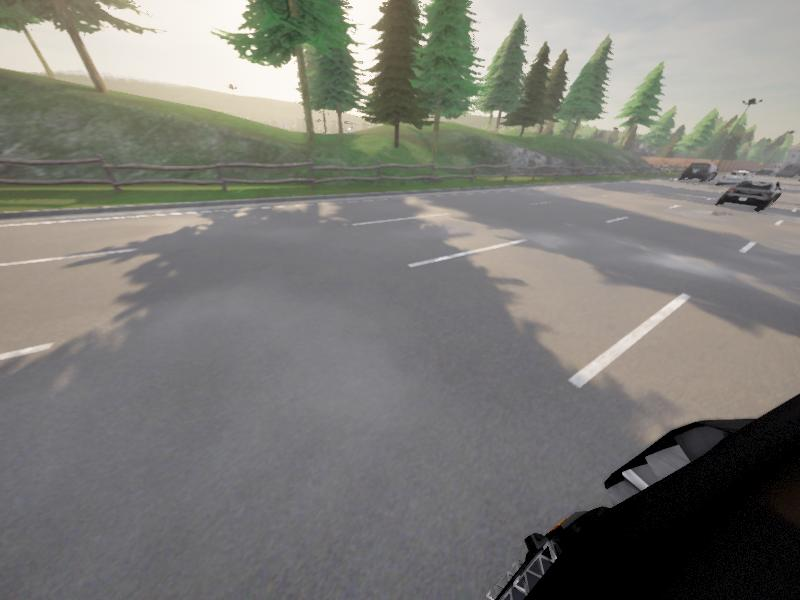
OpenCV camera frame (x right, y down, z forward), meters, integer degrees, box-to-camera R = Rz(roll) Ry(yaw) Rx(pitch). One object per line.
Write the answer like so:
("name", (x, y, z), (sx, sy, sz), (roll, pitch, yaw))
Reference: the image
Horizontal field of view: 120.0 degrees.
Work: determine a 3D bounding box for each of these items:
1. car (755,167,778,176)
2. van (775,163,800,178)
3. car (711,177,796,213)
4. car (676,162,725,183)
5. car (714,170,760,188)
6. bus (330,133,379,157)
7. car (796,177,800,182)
("car", (85.874, -30.141, 54.074), (5.238, 1.638, 1.930), (-17, 38, -27))
("van", (80.603, -26.707, 47.656), (5.915, 2.561, 1.988), (-17, 38, -27))
("car", (20.811, -6.297, 13.610), (4.193, 1.474, 1.816), (-16, 38, -26))
("car", (37.537, -15.933, 28.836), (5.566, 2.045, 2.150), (-16, 38, -26))
("car", (36.770, -13.233, 25.216), (3.806, 1.475, 1.970), (-16, 38, -26))
("bus", (-10.355, -35.856, 53.636), (10.273, 4.253, 3.944), (-17, 38, -26))
("car", (67.003, -19.926, 37.513), (5.357, 1.411, 2.033), (-17, 38, -27))
